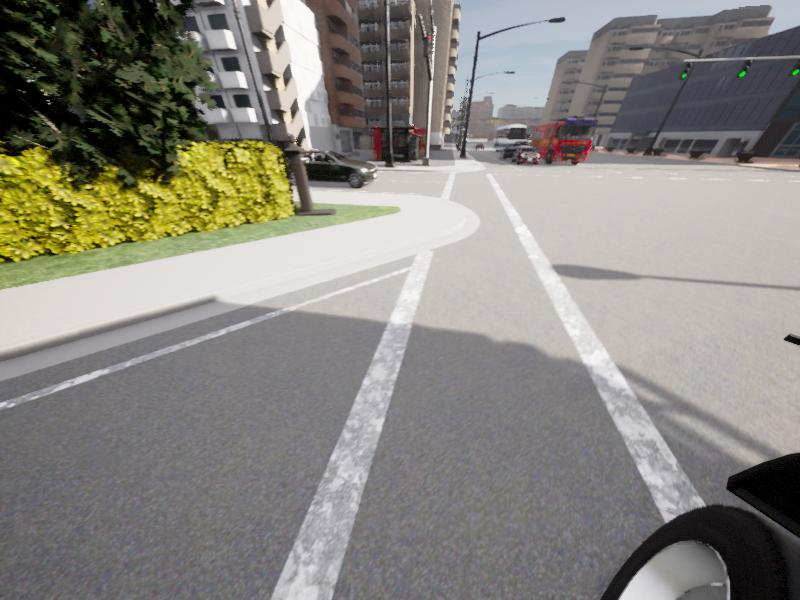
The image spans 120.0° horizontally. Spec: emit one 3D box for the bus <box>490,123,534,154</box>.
[{"bbox_3d":[20.495,-30.108,43.270,3.944,4.253,10.273,4,35,5],"label":"bus"}]

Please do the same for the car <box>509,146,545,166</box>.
[{"bbox_3d":[12.393,-14.283,22.825,1.970,1.475,3.806,6,35,8],"label":"car"}]

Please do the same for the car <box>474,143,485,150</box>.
[{"bbox_3d":[20.019,-38.623,58.122,1.994,1.385,4.181,6,35,8],"label":"car"}]

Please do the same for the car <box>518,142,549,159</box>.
[{"bbox_3d":[17.739,-20.135,30.980,2.097,1.767,4.553,6,35,8],"label":"car"}]

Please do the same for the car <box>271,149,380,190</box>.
[{"bbox_3d":[-3.834,-7.194,12.610,5.027,1.651,2.152,6,36,9],"label":"car"}]

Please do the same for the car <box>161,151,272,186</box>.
[{"bbox_3d":[-10.650,-7.871,13.696,4.792,1.488,2.163,6,36,9],"label":"car"}]

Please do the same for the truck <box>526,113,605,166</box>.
[{"bbox_3d":[16.292,-16.397,23.814,2.891,3.827,8.468,6,35,8],"label":"truck"}]

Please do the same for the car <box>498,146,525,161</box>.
[{"bbox_3d":[13.663,-18.167,28.503,1.994,1.385,4.181,6,35,9],"label":"car"}]

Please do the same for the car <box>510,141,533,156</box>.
[{"bbox_3d":[18.765,-23.572,35.874,1.905,1.878,3.866,6,35,8],"label":"car"}]
